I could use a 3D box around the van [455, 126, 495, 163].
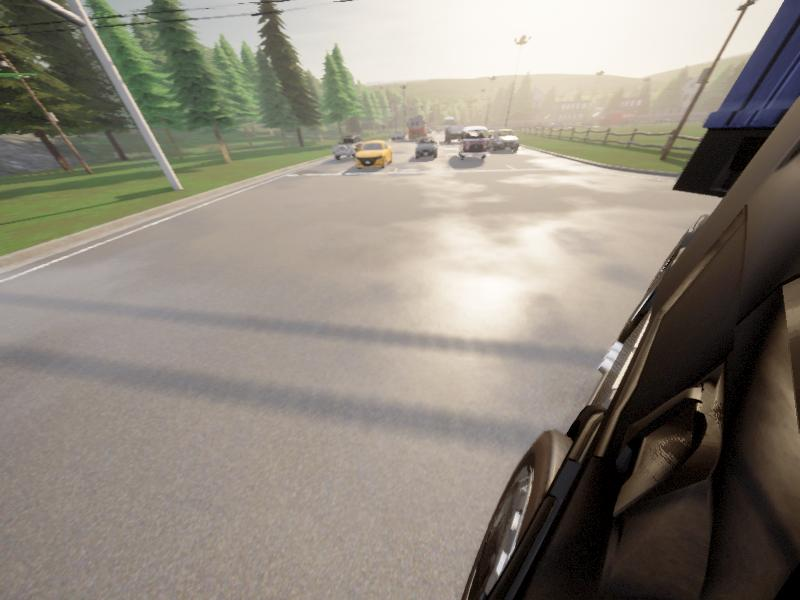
[{"bbox_3d":[5.499,-11.899,17.519,2.069,2.038,4.480,3,37,7],"label":"van"}]

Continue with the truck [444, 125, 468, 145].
[{"bbox_3d":[7.965,-24.137,33.687,2.390,2.098,6.274,0,37,4],"label":"truck"}]

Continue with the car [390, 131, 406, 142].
[{"bbox_3d":[-0.317,-31.515,44.466,2.152,1.651,5.027,3,37,8],"label":"car"}]

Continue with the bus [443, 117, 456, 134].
[{"bbox_3d":[16.944,-60.144,79.480,3.944,4.253,10.273,3,37,8],"label":"bus"}]

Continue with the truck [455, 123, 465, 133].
[{"bbox_3d":[19.595,-56.239,75.587,2.627,2.467,5.204,3,37,8],"label":"truck"}]

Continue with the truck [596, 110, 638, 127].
[{"bbox_3d":[68.398,-57.392,72.966,8.468,3.827,2.891,3,37,8],"label":"truck"}]

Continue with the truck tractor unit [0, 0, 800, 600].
[{"bbox_3d":[2.645,-0.295,0.351,6.516,4.208,3.053,-28,44,-30],"label":"truck tractor unit"}]

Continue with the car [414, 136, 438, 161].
[{"bbox_3d":[2.250,-12.809,19.414,1.816,1.474,4.193,3,37,7],"label":"car"}]

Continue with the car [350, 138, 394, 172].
[{"bbox_3d":[-1.757,-10.265,16.206,1.882,1.535,5.008,2,37,6],"label":"car"}]

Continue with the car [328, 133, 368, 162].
[{"bbox_3d":[-4.550,-13.980,21.059,1.932,1.855,4.605,3,38,7],"label":"car"}]

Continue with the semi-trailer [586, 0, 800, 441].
[{"bbox_3d":[9.814,-2.423,2.584,14.254,4.402,2.717,-13,37,-13],"label":"semi-trailer"}]

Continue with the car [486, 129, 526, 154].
[{"bbox_3d":[9.737,-15.030,21.754,2.242,1.667,4.611,3,37,8],"label":"car"}]

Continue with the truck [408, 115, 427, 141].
[{"bbox_3d":[3.490,-33.830,45.485,2.891,3.827,8.468,3,37,8],"label":"truck"}]
